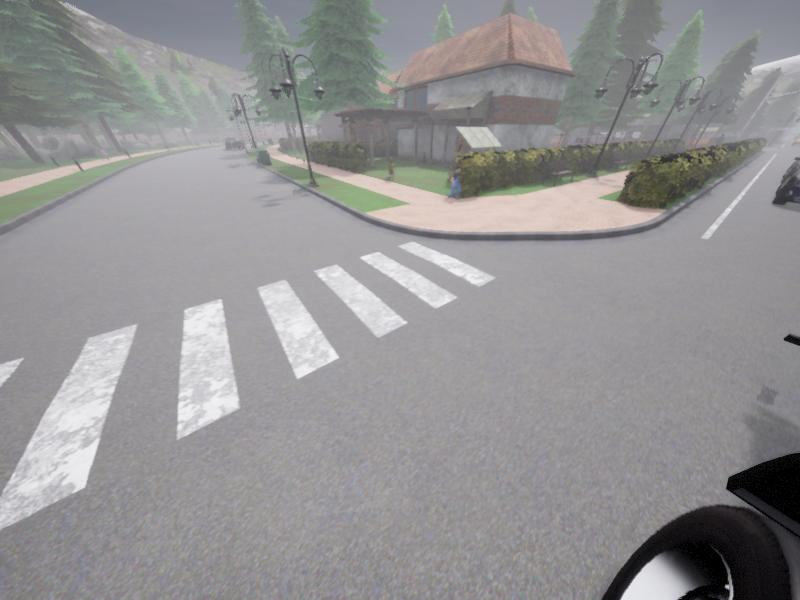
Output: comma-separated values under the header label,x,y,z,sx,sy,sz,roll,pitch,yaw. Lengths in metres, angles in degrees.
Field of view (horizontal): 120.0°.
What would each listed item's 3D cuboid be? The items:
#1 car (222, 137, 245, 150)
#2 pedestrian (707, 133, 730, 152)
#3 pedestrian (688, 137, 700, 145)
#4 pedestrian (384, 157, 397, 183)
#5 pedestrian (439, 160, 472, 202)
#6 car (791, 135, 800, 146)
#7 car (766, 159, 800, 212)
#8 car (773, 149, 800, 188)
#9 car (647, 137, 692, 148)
label,x,y,z,sx,sy,sz,roll,pitch,yaw
car,-28.589,-27.020,39.742,2.097,1.767,4.553,-13,38,-17
pedestrian,38.153,-18.884,27.693,0.751,1.860,0.751,-23,42,-28
pedestrian,56.260,-30.391,44.182,0.751,1.300,0.751,-20,40,-25
pedestrian,-0.490,-6.846,12.153,0.500,1.100,0.500,-23,42,-28
pedestrian,2.093,-4.563,8.851,0.751,1.300,0.751,-24,42,-29
car,71.282,-28.117,40.717,5.366,1.575,1.801,-23,42,-28
car,15.612,-4.332,8.233,4.856,1.649,2.033,-23,42,-28
car,21.133,-6.639,11.490,4.902,1.511,2.128,-23,42,-28
car,49.370,-28.990,42.439,1.837,1.490,4.892,-22,41,-27
